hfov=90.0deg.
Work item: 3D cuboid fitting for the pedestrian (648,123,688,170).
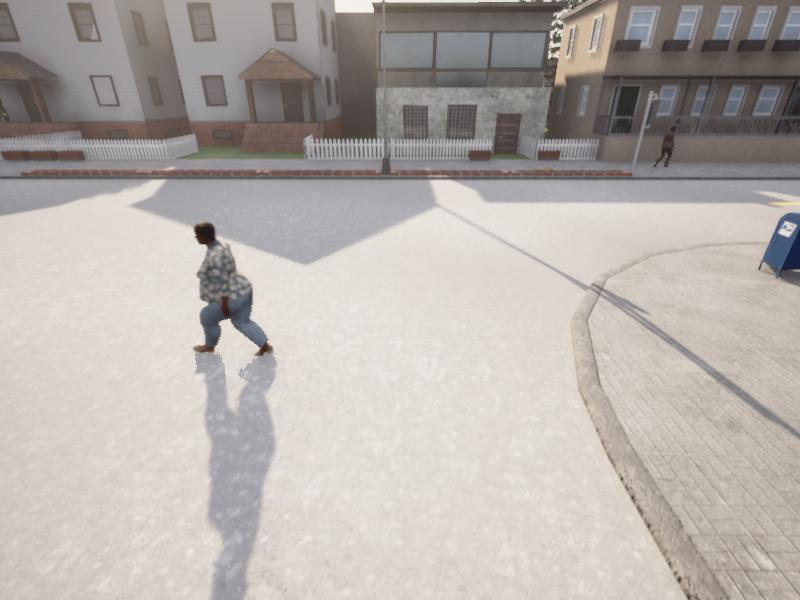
[{"bbox_3d":[11.863,-6.806,17.745,0.751,1.860,0.751,-6,28,-11],"label":"pedestrian"}]

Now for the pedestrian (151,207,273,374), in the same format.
[{"bbox_3d":[-2.139,-0.101,4.805,0.751,1.860,0.751,0,27,1],"label":"pedestrian"}]
